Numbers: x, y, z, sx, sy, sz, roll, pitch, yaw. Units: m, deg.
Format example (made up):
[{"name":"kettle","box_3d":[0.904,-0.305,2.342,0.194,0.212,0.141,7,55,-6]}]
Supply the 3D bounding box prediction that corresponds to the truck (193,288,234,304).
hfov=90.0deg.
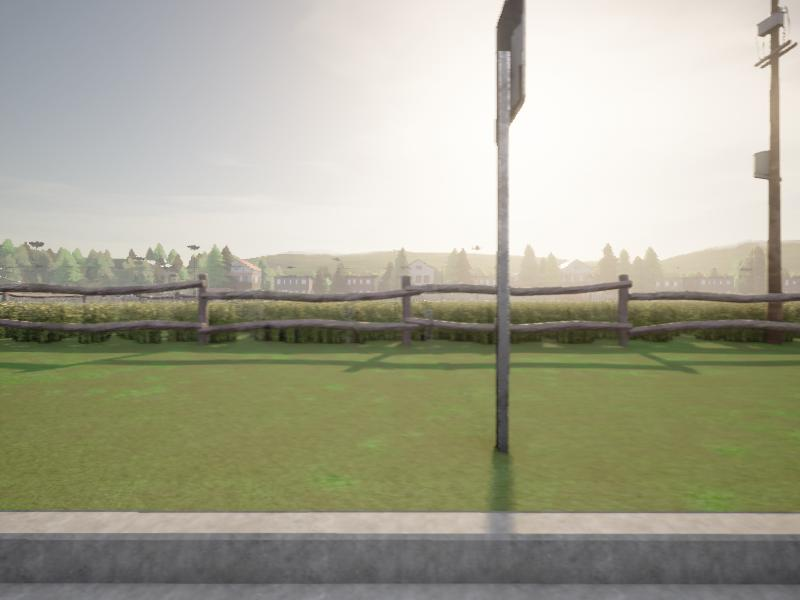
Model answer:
[{"name":"truck","box_3d":[-44.417,-0.991,95.537,8.468,3.827,2.891,0,0,0]}]

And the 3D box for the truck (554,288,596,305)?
[{"name":"truck","box_3d":[40.042,-0.863,91.634,8.468,3.827,2.891,0,0,0]}]
